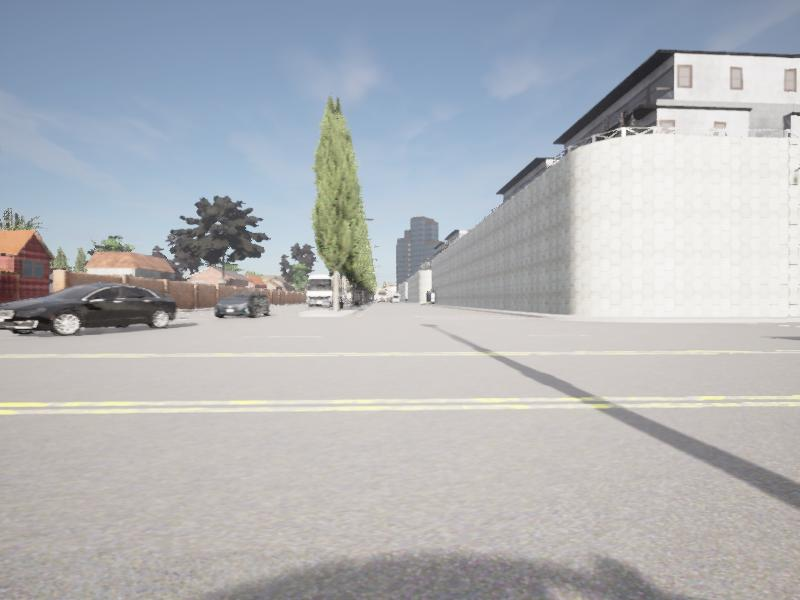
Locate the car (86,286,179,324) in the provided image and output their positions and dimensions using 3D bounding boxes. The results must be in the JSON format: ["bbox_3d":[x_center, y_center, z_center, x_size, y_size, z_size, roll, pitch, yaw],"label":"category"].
[{"bbox_3d":[-11.946,0.218,18.198,1.789,1.549,3.705,0,0,-1],"label":"car"}]

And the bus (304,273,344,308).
[{"bbox_3d":[-9.965,-1.128,53.817,3.944,4.253,10.273,0,0,-3],"label":"bus"}]

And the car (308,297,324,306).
[{"bbox_3d":[-14.285,0.231,68.527,1.882,1.535,5.008,0,0,-3],"label":"car"}]

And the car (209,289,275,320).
[{"bbox_3d":[-8.595,0.231,22.234,2.007,1.525,4.514,0,0,-3],"label":"car"}]

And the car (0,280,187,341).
[{"bbox_3d":[-9.292,0.247,12.352,1.837,1.490,4.892,1,0,17],"label":"car"}]
